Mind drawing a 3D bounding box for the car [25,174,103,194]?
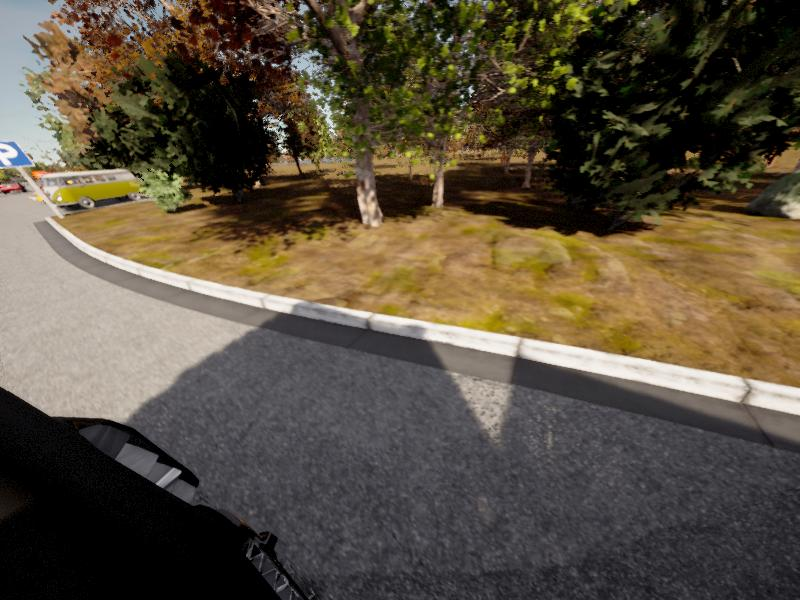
[{"bbox_3d":[-41.876,-14.630,29.018,2.097,1.535,5.008,7,35,16],"label":"car"}]

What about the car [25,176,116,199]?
[{"bbox_3d":[-32.319,-11.219,22.906,2.002,1.452,4.674,6,34,15],"label":"car"}]

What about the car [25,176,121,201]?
[{"bbox_3d":[-29.905,-10.396,21.402,2.002,1.452,4.674,6,34,15],"label":"car"}]

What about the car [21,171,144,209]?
[{"bbox_3d":[-22.622,-8.098,16.839,2.185,1.767,4.553,5,34,14],"label":"car"}]

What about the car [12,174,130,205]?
[{"bbox_3d":[-27.524,-9.518,19.737,1.946,1.575,5.366,6,34,14],"label":"car"}]

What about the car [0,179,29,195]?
[{"bbox_3d":[-53.897,-15.778,32.059,3.988,1.617,1.851,21,42,33],"label":"car"}]

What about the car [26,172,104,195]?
[{"bbox_3d":[-39.493,-13.897,27.426,2.185,1.767,4.553,7,35,16],"label":"car"}]

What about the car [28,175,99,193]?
[{"bbox_3d":[-44.236,-15.457,30.574,2.163,1.488,4.792,7,35,16],"label":"car"}]

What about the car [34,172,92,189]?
[{"bbox_3d":[-53.602,-19.136,36.856,2.185,1.767,4.553,8,35,17],"label":"car"}]

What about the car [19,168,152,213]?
[{"bbox_3d":[-20.190,-7.347,15.258,1.878,1.987,4.442,5,34,13],"label":"car"}]

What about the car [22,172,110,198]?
[{"bbox_3d":[-34.740,-12.174,24.310,2.185,1.767,4.553,6,34,15],"label":"car"}]

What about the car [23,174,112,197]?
[{"bbox_3d":[-37.067,-13.030,26.078,1.946,1.575,5.366,6,35,16],"label":"car"}]

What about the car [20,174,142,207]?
[{"bbox_3d":[-25.002,-8.912,18.553,1.946,1.575,5.366,5,34,14],"label":"car"}]
